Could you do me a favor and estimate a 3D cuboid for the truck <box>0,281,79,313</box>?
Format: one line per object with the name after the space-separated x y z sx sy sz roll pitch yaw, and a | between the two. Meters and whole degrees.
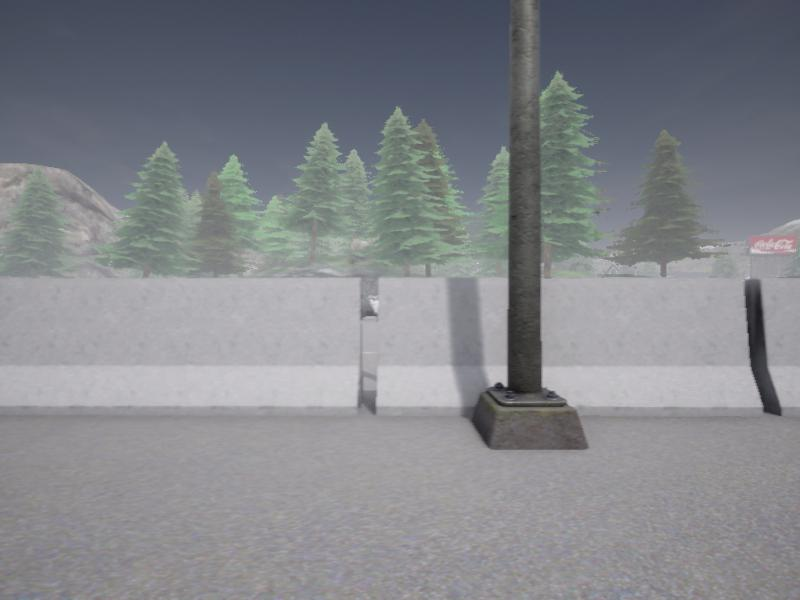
-30.298 -0.230 33.493 2.627 2.467 5.204 0 0 -1 | truck

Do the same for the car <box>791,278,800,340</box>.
12.475 0.218 9.200 4.974 1.542 2.038 0 0 0 | car

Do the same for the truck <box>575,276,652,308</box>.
27.240 -0.950 51.267 8.468 3.827 2.891 0 0 32 | truck

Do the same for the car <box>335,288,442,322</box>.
-0.531 0.226 19.700 4.974 1.542 2.038 0 0 0 | car

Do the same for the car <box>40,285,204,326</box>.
-11.079 0.209 16.198 5.366 1.575 1.801 0 0 0 | car
